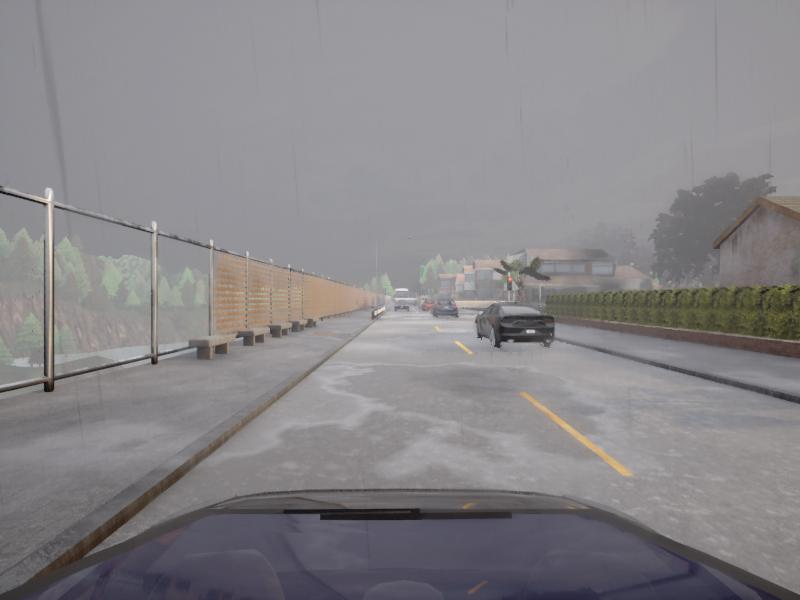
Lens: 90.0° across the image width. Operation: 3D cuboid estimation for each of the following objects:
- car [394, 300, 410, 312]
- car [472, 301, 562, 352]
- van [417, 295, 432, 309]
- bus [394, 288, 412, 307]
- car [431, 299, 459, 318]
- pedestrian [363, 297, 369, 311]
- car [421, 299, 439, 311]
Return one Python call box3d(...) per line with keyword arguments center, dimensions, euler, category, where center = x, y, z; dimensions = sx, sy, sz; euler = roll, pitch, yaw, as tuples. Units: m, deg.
box3d(center=(0.314, 0.781, 57.989), dimensions=(2.152, 1.651, 5.027), euler=(0, 0, 2), category="car")
box3d(center=(4.081, 0.823, 14.907), dimensions=(1.882, 1.535, 5.008), euler=(0, 0, 0), category="car")
box3d(center=(4.379, 0.373, 73.316), dimensions=(2.351, 2.431, 6.366), euler=(0, 0, 0), category="van")
box3d(center=(0.601, -0.539, 93.701), dimensions=(3.944, 4.253, 10.273), euler=(0, 0, 0), category="bus")
box3d(center=(4.197, 0.756, 38.049), dimensions=(2.242, 1.667, 4.611), euler=(0, 0, 0), category="car")
box3d(center=(-4.733, 0.533, 55.795), dimensions=(0.751, 1.860, 0.751), euler=(0, 0, -2), category="pedestrian")
box3d(center=(4.299, 0.756, 58.235), dimensions=(2.242, 1.667, 4.611), euler=(0, 0, 0), category="car")
